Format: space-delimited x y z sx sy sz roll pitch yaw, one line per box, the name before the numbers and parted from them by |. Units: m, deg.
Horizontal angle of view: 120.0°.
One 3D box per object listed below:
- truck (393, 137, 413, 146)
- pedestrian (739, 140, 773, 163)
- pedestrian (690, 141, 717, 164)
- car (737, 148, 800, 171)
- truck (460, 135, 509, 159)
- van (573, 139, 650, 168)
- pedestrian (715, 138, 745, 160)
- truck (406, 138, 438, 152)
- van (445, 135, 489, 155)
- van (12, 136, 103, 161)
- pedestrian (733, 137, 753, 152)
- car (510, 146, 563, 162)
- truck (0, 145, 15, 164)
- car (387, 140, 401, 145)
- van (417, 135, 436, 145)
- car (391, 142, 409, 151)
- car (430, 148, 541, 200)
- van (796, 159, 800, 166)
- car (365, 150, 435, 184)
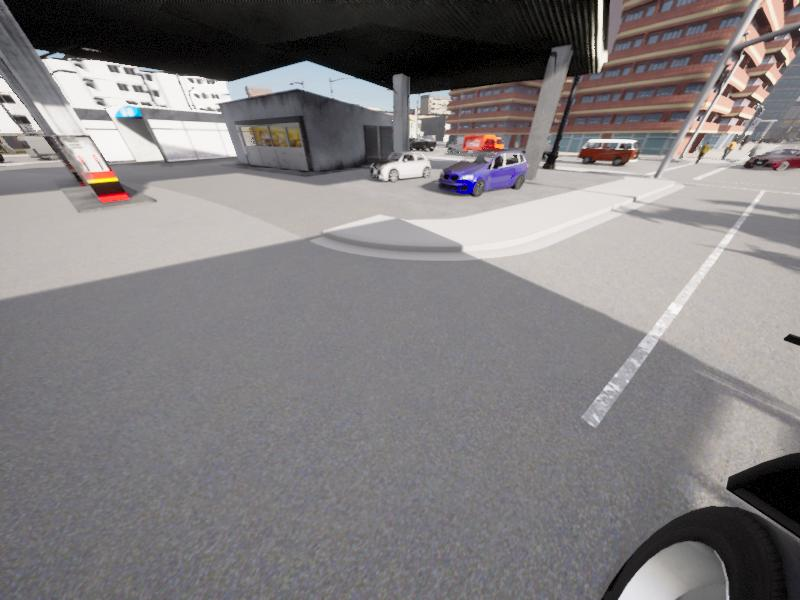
truck | 0.948 -50.878 74.047 6.274 2.098 2.390 -23 41 -27
pedestrian | 34.639 -14.450 22.530 0.751 1.860 0.751 6 36 9
pedestrian | 29.294 -14.275 22.320 0.751 1.860 0.751 -29 44 -34
car | 30.509 -11.205 18.423 4.181 1.385 1.994 -4 35 -6
truck | 11.123 -20.542 30.855 2.627 2.467 5.204 -23 41 -28
van | 19.431 -13.741 21.515 2.069 2.038 4.480 -23 41 -29
pedestrian | 34.918 -15.991 24.452 0.751 1.860 0.751 5 36 8
truck | 4.042 -29.438 43.854 2.390 2.098 6.274 -23 41 -29
van | 10.417 -24.524 36.549 2.351 2.431 6.366 -23 41 -29
van | -44.548 -19.991 30.398 1.988 2.561 5.915 9 36 13
pedestrian | 53.816 -24.385 36.237 0.751 1.860 0.751 -13 37 -17
car | 15.408 -16.669 26.346 1.895 1.301 4.718 -23 41 -29
truck | -46.192 -15.071 23.807 2.390 2.098 6.274 0 35 0
car | -1.845 -51.904 76.163 4.181 1.385 1.994 -22 41 -27
van | 8.939 -54.363 78.380 6.366 2.431 2.351 -23 41 -27
car | -0.051 -32.450 48.653 1.845 1.501 3.633 -23 41 -29
car | 3.972 -6.069 10.849 4.611 1.667 2.242 -22 41 -28
van | 38.792 -13.439 20.952 4.480 2.038 2.069 -22 41 -28
car | 0.055 -8.385 14.442 3.806 1.475 1.970 -22 41 -28
